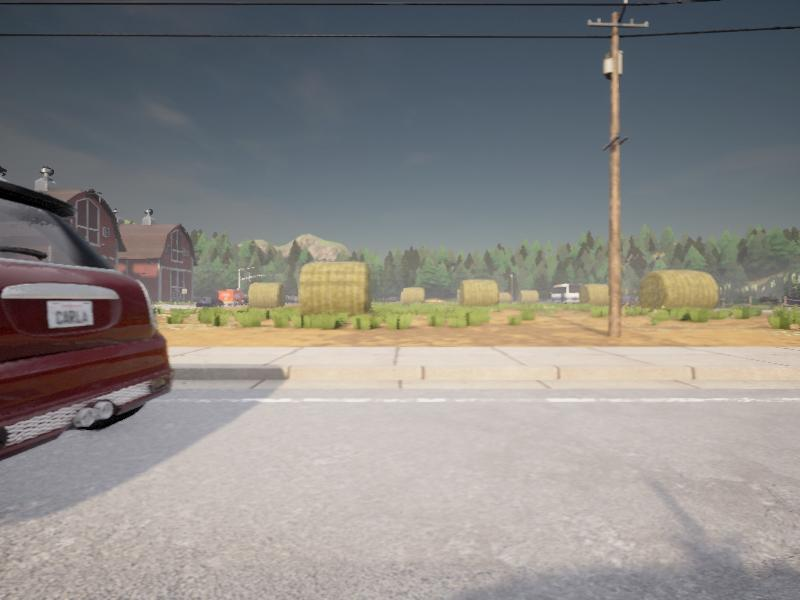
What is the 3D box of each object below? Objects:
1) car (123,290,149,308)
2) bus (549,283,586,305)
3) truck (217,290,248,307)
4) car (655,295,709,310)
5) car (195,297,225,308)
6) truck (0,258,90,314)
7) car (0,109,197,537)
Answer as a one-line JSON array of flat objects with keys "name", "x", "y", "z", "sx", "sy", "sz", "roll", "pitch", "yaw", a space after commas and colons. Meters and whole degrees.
[{"name": "car", "x": -32.925, "y": -0.126, "z": 49.910, "sx": 1.905, "sy": 1.878, "sz": 3.866, "roll": 8, "pitch": -4, "yaw": -43}, {"name": "bus", "x": 34.998, "y": -1.187, "z": 84.378, "sx": 3.944, "sy": 4.253, "sz": 10.273, "roll": 0, "pitch": 0, "yaw": 3}, {"name": "truck", "x": -25.427, "y": -0.261, "z": 60.834, "sx": 2.627, "sy": 2.467, "sz": 5.204, "roll": 0, "pitch": 0, "yaw": -1}, {"name": "car", "x": 29.445, "y": 0.248, "z": 42.010, "sx": 2.033, "sy": 1.411, "sz": 5.357, "roll": 0, "pitch": 0, "yaw": 3}, {"name": "car", "x": -25.302, "y": 0.272, "z": 53.466, "sx": 1.994, "sy": 1.385, "sz": 4.181, "roll": 1, "pitch": 0, "yaw": -1}, {"name": "truck", "x": -28.469, "y": -0.935, "z": 30.698, "sx": 2.891, "sy": 3.827, "sz": 8.468, "roll": 0, "pitch": 0, "yaw": -1}, {"name": "car", "x": -3.928, "y": 0.096, "z": 2.199, "sx": 4.553, "sy": 1.767, "sz": 2.097, "roll": 0, "pitch": 0, "yaw": 0}]
